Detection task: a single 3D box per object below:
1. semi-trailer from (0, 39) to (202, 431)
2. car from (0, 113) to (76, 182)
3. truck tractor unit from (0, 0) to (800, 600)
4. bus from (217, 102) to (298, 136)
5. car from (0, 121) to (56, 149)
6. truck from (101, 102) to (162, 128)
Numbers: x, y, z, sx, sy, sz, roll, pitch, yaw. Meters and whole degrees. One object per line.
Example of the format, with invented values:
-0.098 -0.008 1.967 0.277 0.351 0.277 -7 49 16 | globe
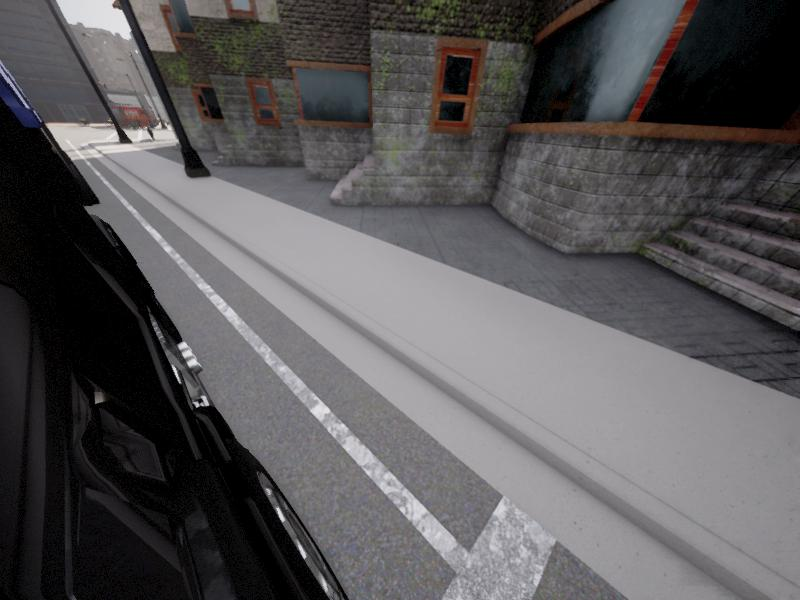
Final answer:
-8.730 -3.584 4.193 14.254 4.402 2.717 28 44 29 | semi-trailer
-16.340 -6.598 9.750 5.566 2.045 2.150 27 43 30 | car
-2.645 -0.295 0.351 6.516 4.208 3.053 28 44 30 | truck tractor unit
-23.805 -30.817 39.567 10.273 4.253 3.944 -2 37 -5 | bus
-27.749 -12.381 17.235 4.674 1.442 1.812 28 44 30 | car
-54.663 -37.840 47.570 2.891 3.827 8.468 -3 37 -7 | truck
